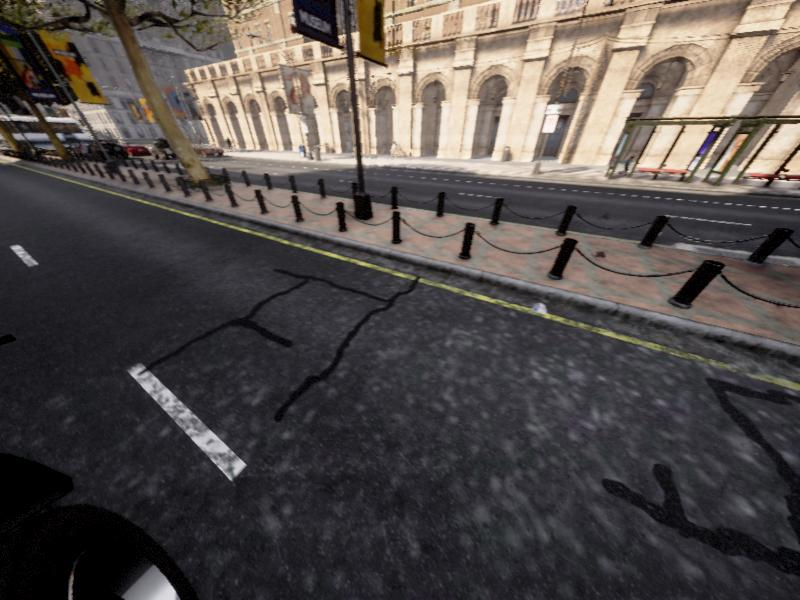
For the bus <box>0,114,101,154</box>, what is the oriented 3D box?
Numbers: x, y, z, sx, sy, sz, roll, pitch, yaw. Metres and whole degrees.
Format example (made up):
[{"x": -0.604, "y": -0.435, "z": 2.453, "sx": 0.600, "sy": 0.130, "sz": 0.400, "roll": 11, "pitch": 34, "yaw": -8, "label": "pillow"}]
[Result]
[{"x": -54.136, "y": -24.833, "z": 34.697, "sx": 3.944, "sy": 4.253, "sz": 10.273, "roll": 3, "pitch": 36, "yaw": 6, "label": "bus"}]

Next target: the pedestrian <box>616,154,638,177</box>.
[{"x": 13.641, "y": -8.089, "z": 13.901, "sx": 0.500, "sy": 1.100, "sz": 0.500, "roll": 18, "pitch": 39, "yaw": 23, "label": "pedestrian"}]

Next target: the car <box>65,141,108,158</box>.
[{"x": -36.476, "y": -17.552, "z": 26.922, "sx": 3.633, "sy": 1.501, "sz": 1.845, "roll": 18, "pitch": 40, "yaw": 24, "label": "car"}]

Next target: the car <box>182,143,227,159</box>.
[{"x": -22.754, "y": -17.393, "z": 26.921, "sx": 4.718, "sy": 1.301, "sz": 1.895, "roll": 18, "pitch": 40, "yaw": 24, "label": "car"}]

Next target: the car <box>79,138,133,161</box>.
[{"x": -30.661, "y": -15.739, "z": 24.109, "sx": 4.605, "sy": 1.855, "sz": 1.932, "roll": 18, "pitch": 40, "yaw": 24, "label": "car"}]

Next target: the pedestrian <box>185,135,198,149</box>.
[{"x": -35.934, "y": -27.257, "z": 39.863, "sx": 0.751, "sy": 1.860, "sz": 0.751, "roll": 16, "pitch": 39, "yaw": 21, "label": "pedestrian"}]

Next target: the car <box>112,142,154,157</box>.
[{"x": -33.068, "y": -18.691, "z": 28.655, "sx": 4.181, "sy": 1.385, "sz": 1.994, "roll": 19, "pitch": 40, "yaw": 24, "label": "car"}]

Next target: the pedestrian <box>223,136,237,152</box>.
[{"x": -24.640, "y": -22.662, "z": 33.481, "sx": 0.751, "sy": 1.860, "sz": 0.751, "roll": 20, "pitch": 40, "yaw": 25, "label": "pedestrian"}]

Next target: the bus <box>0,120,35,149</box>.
[{"x": -77.469, "y": -32.306, "z": 45.066, "sx": 10.273, "sy": 4.253, "sz": 3.944, "roll": 18, "pitch": 40, "yaw": 24, "label": "bus"}]

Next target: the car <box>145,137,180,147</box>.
[{"x": -52.332, "y": -34.965, "z": 51.036, "sx": 2.242, "sy": 1.667, "sz": 4.611, "roll": 18, "pitch": 40, "yaw": 24, "label": "car"}]

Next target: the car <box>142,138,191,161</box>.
[{"x": -24.933, "y": -16.178, "z": 24.721, "sx": 3.866, "sy": 1.878, "sz": 1.905, "roll": 19, "pitch": 40, "yaw": 24, "label": "car"}]

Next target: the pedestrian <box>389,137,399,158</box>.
[{"x": -0.667, "y": -16.544, "z": 25.003, "sx": 0.751, "sy": 1.860, "sz": 0.751, "roll": 18, "pitch": 40, "yaw": 24, "label": "pedestrian"}]

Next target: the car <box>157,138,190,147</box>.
[{"x": -49.039, "y": -34.152, "z": 50.034, "sx": 2.007, "sy": 1.525, "sz": 4.514, "roll": 18, "pitch": 40, "yaw": 24, "label": "car"}]

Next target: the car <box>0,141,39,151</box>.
[{"x": -62.268, "y": -24.581, "z": 36.866, "sx": 1.895, "sy": 1.301, "sz": 4.718, "roll": 18, "pitch": 39, "yaw": 24, "label": "car"}]
